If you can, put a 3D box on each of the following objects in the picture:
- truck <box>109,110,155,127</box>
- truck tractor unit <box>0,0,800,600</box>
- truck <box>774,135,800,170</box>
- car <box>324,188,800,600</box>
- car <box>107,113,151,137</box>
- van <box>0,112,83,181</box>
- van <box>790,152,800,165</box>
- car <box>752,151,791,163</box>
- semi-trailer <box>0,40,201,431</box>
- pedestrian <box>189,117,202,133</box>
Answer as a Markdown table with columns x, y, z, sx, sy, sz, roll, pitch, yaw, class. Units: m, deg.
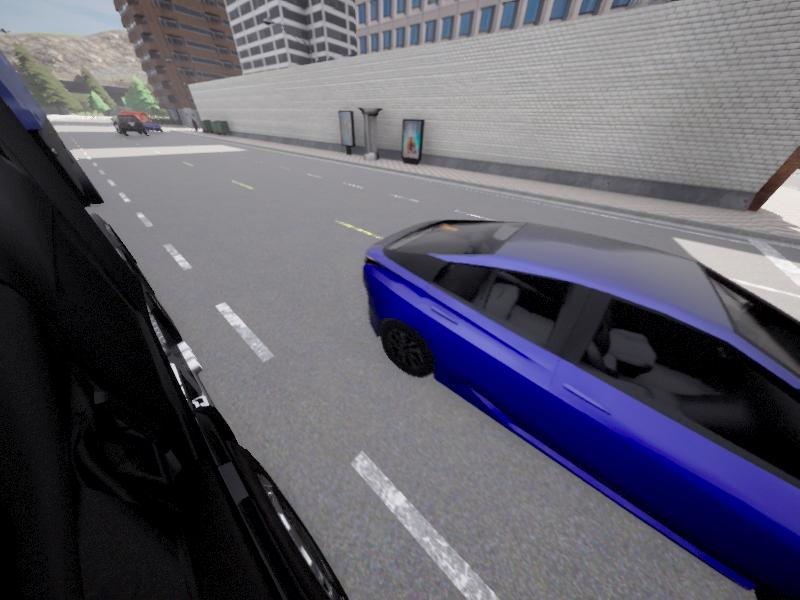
| x | y | z | sx | sy | sz | roll | pitch | yaw | class |
| --- | --- | --- | --- | --- | --- | --- | --- | --- | --- |
| -55.744 | -37.712 | 48.128 | 5.204 | 2.467 | 2.627 | -1 | 37 | -6 | truck |
| -2.645 | -0.295 | 0.351 | 6.516 | 4.208 | 3.053 | 28 | 44 | 30 | truck tractor unit |
| 53.141 | -18.852 | 29.225 | 2.891 | 3.827 | 8.468 | 28 | 44 | 30 | truck |
| 1.693 | 0.360 | 2.025 | 4.514 | 1.525 | 2.007 | 27 | 43 | 29 | car |
| -32.932 | -21.233 | 28.026 | 5.566 | 2.045 | 2.150 | 28 | 44 | 30 | car |
| -15.691 | -6.540 | 9.632 | 4.480 | 2.038 | 2.069 | 29 | 44 | 31 | van |
| 63.190 | -21.765 | 35.268 | 2.069 | 2.038 | 4.480 | 28 | 44 | 30 | van |
| 62.092 | -24.038 | 38.744 | 2.033 | 1.411 | 5.357 | 28 | 44 | 30 | car |
| -8.679 | -3.630 | 4.228 | 14.254 | 4.402 | 2.717 | 28 | 43 | 30 | semi-trailer |
| -31.056 | -26.521 | 35.055 | 0.751 | 1.860 | 0.751 | 28 | 44 | 30 | pedestrian |
